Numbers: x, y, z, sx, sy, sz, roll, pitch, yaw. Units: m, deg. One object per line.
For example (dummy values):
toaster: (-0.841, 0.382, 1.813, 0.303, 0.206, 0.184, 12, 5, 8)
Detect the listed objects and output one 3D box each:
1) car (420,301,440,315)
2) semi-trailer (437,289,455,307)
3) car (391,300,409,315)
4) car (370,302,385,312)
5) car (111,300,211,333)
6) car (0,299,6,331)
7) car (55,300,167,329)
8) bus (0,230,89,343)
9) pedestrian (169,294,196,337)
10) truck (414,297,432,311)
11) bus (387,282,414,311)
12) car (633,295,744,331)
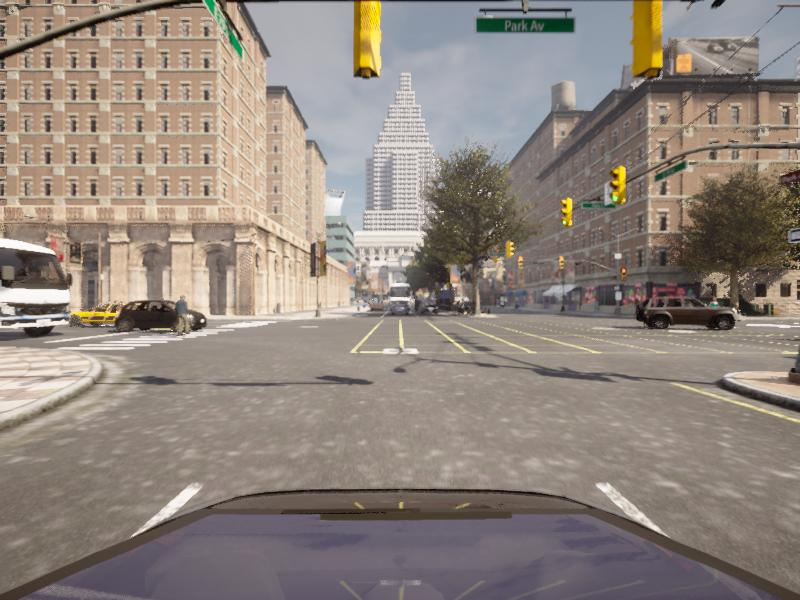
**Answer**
car: (3.505, 0.901, 47.595, 2.128, 1.511, 4.902, 0, 0, 0)
semi-trailer: (11.509, -0.481, 101.193, 2.717, 4.402, 14.254, 0, 0, 0)
car: (0.002, 0.841, 46.430, 2.033, 1.649, 4.856, 0, 0, 0)
car: (-3.244, 1.017, 57.376, 1.895, 1.301, 4.718, 0, 0, 0)
car: (-12.074, 0.816, 20.389, 3.988, 1.617, 1.851, 0, 0, 0)
car: (-23.426, 0.786, 20.335, 4.611, 1.667, 2.242, 0, 0, 0)
car: (-17.110, 0.839, 23.856, 5.366, 1.575, 1.801, 0, 0, 0)
bus: (-19.891, -0.510, 16.972, 10.273, 4.253, 3.944, 0, 0, 0)
pedestrian: (-9.580, 0.662, 17.653, 0.751, 1.860, 0.751, 0, 0, 6)
truck: (3.506, 0.626, 61.252, 2.390, 2.098, 6.274, 0, 0, 0)
bus: (0.137, -0.447, 63.937, 3.944, 4.253, 10.273, 0, 0, 0)
car: (15.677, 0.686, 22.040, 4.605, 1.855, 1.932, -1, 0, 21)
